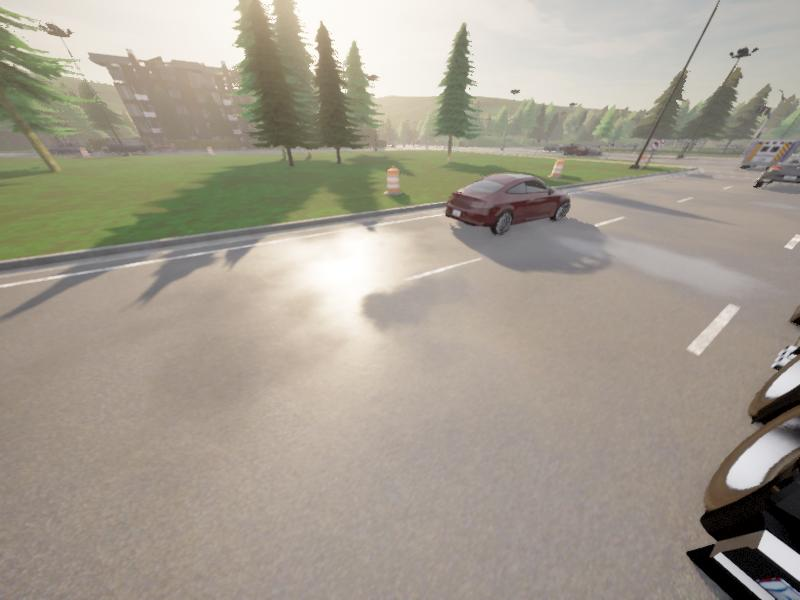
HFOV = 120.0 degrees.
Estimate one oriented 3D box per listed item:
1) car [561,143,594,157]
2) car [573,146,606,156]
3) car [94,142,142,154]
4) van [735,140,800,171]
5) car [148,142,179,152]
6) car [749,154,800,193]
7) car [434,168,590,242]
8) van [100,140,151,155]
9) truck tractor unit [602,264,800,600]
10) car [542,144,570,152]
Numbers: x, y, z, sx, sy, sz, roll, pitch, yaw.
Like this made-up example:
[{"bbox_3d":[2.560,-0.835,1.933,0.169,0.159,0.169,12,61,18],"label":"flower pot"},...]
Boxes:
[{"bbox_3d":[31.677,-26.924,41.388,1.905,1.878,3.866,-18,39,-24],"label":"car"},{"bbox_3d":[34.903,-27.497,42.700,1.994,1.385,4.181,-17,39,-24],"label":"car"},{"bbox_3d":[-49.298,-26.709,40.573,4.611,1.667,2.242,-18,39,-24],"label":"car"},{"bbox_3d":[37.670,-14.728,23.438,6.366,2.431,2.351,-18,39,-24],"label":"van"},{"bbox_3d":[-46.251,-30.002,45.322,3.705,1.549,1.789,-18,39,-24],"label":"car"},{"bbox_3d":[23.692,-7.560,13.697,5.027,1.651,2.152,-18,39,-24],"label":"car"},{"bbox_3d":[3.612,-3.277,7.496,4.674,1.442,1.812,-18,39,-24],"label":"car"},{"bbox_3d":[-43.347,-24.200,36.642,4.442,1.987,1.775,-18,39,-24],"label":"van"},{"bbox_3d":[5.112,-0.298,0.791,6.516,4.208,3.053,-18,39,-24],"label":"truck tractor unit"},{"bbox_3d":[38.301,-37.536,56.931,1.930,1.638,5.238,-18,39,-24],"label":"car"}]
